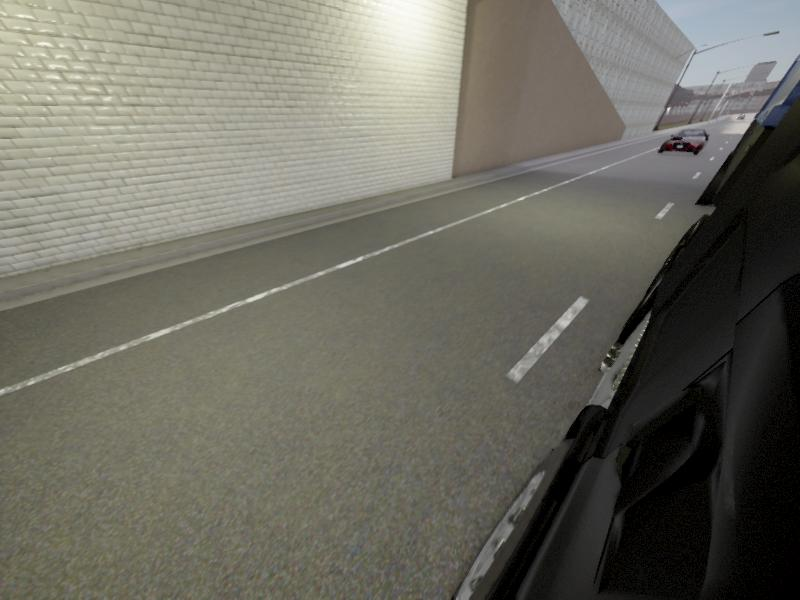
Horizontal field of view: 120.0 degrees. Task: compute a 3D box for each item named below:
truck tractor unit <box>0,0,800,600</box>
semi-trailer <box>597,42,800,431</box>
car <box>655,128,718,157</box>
[{"bbox_3d":[2.645,-0.295,0.351,6.516,4.208,3.053,-28,44,-30],"label":"truck tractor unit"},{"bbox_3d":[8.705,-3.586,4.241,14.254,4.402,2.717,-28,44,-30],"label":"semi-trailer"},{"bbox_3d":[19.993,-11.066,16.128,4.181,1.385,1.994,-28,44,-30],"label":"car"}]
